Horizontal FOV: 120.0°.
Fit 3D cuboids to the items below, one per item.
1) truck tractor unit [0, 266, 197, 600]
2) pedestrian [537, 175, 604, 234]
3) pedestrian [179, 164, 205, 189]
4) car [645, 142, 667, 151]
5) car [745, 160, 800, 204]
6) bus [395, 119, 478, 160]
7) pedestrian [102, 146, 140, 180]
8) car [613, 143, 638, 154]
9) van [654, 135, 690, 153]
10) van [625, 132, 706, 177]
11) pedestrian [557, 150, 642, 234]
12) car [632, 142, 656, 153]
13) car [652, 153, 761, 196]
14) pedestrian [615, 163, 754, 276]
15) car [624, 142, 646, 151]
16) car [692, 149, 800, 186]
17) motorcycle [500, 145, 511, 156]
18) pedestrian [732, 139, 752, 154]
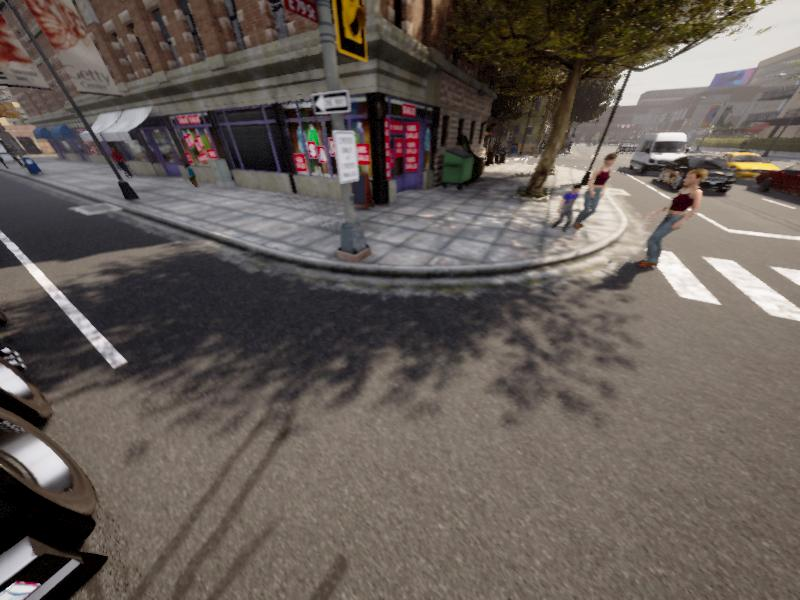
[{"bbox_3d":[-5.114,-0.298,0.781,6.516,4.208,3.053,18,39,24],"label":"truck tractor unit"},{"bbox_3d":[4.429,-2.518,6.124,0.751,1.300,0.751,-2,35,-3],"label":"pedestrian"},{"bbox_3d":[-11.042,-6.567,12.270,0.500,1.100,0.500,17,38,23],"label":"pedestrian"},{"bbox_3d":[52.579,-31.608,47.543,1.816,1.474,4.193,18,39,24],"label":"car"},{"bbox_3d":[18.226,-5.090,9.988,1.895,1.301,4.718,18,39,24],"label":"car"},{"bbox_3d":[4.766,-22.328,32.287,10.273,4.253,3.944,18,39,24],"label":"bus"},{"bbox_3d":[-18.456,-9.103,15.321,0.751,1.860,0.751,19,39,25],"label":"pedestrian"},{"bbox_3d":[39.948,-26.992,41.022,2.128,1.511,4.902,18,39,24],"label":"car"},{"bbox_3d":[48.495,-27.940,41.390,1.988,2.561,5.915,18,39,24],"label":"van"},{"bbox_3d":[19.893,-11.310,17.814,1.988,2.561,5.915,18,39,24],"label":"van"},{"bbox_3d":[5.054,-2.788,6.016,0.751,1.860,0.751,-4,35,-6],"label":"pedestrian"},{"bbox_3d":[45.609,-28.639,43.342,1.837,1.490,4.892,18,39,24],"label":"car"},{"bbox_3d":[15.968,-6.934,12.485,1.837,1.490,4.892,18,39,24],"label":"car"},{"bbox_3d":[5.220,-1.521,4.460,0.751,1.860,0.751,14,37,20],"label":"pedestrian"},{"bbox_3d":[49.384,-32.471,48.722,2.038,1.542,4.974,18,39,24],"label":"car"},{"bbox_3d":[21.649,-8.646,14.810,1.801,1.575,5.366,18,39,24],"label":"car"},{"bbox_3d":[16.681,-23.715,36.526,0.764,1.277,2.356,-9,34,6],"label":"motorcycle"},{"bbox_3d":[50.025,-22.465,33.807,0.751,1.860,0.751,25,42,31],"label":"pedestrian"}]
